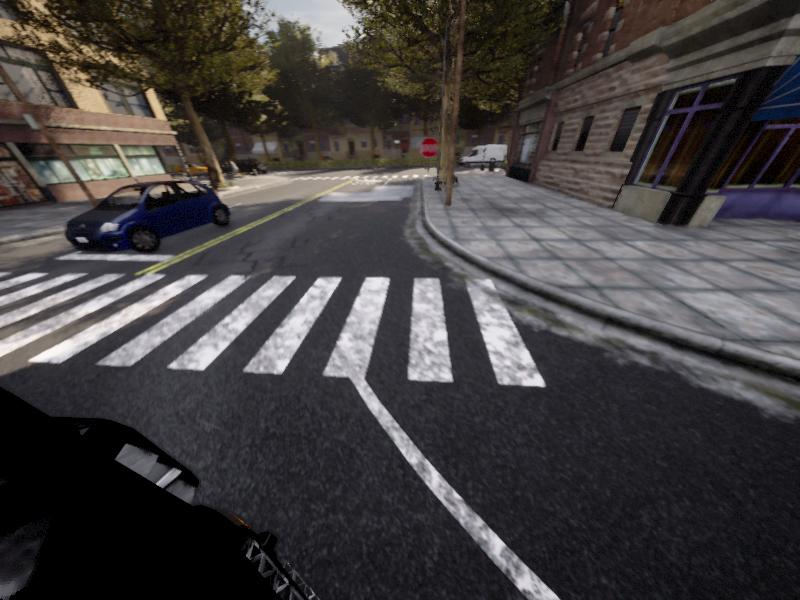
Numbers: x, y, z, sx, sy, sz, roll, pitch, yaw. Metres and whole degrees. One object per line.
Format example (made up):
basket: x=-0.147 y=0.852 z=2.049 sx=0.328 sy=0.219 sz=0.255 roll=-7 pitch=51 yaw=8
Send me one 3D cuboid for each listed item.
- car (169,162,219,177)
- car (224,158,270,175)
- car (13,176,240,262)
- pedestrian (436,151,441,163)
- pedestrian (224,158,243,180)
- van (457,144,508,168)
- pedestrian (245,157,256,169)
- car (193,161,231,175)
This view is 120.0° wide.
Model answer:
car: x=-28.442 y=-18.110 z=32.055 sx=5.008 sy=1.535 sz=1.882 roll=1 pitch=33 yaw=5
car: x=-20.576 y=-18.058 z=31.273 sx=4.605 sy=1.855 sz=1.932 roll=1 pitch=33 yaw=5
car: x=-7.603 y=-2.764 z=7.228 sx=1.851 sy=1.617 sz=3.988 roll=3 pitch=33 yaw=7
pedestrian: x=6.730 y=-24.936 z=40.257 sx=0.751 sy=1.860 sz=0.751 roll=1 pitch=33 yaw=5
pedestrian: x=-16.975 y=-13.382 z=23.555 sx=0.751 sy=1.860 sz=0.751 roll=-6 pitch=33 yaw=-6
van: x=11.027 y=-19.460 z=31.276 sx=5.915 sy=2.561 sz=1.988 roll=2 pitch=33 yaw=5
pedestrian: x=-27.054 y=-24.886 z=41.846 sx=0.751 sy=1.860 sz=0.751 roll=6 pitch=34 yaw=12
car: x=-28.378 y=-20.037 z=34.969 sx=3.988 sy=1.617 sz=1.851 roll=2 pitch=33 yaw=5
